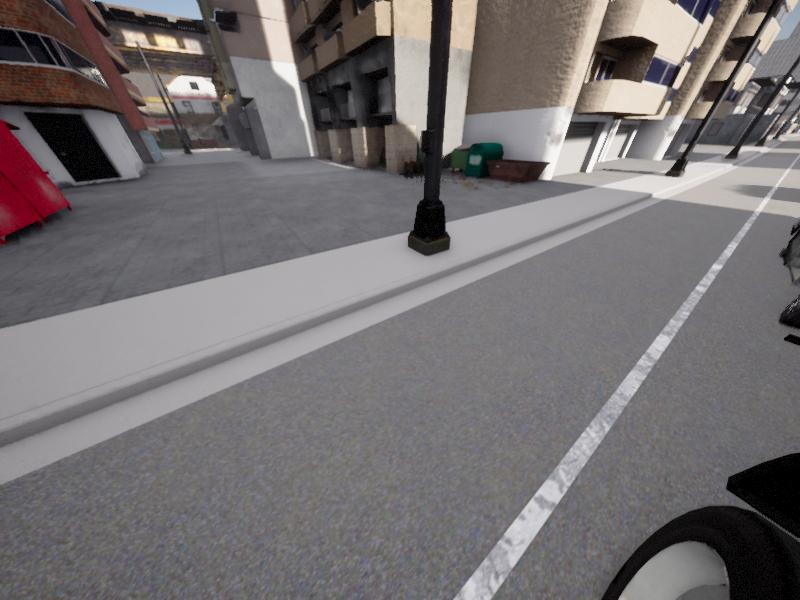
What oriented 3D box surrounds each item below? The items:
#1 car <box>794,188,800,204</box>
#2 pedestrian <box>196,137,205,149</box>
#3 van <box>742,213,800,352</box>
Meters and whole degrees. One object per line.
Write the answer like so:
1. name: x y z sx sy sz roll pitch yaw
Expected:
1. car: 18.525 -4.820 9.296 4.902 1.511 2.128 -22 40 -27
2. pedestrian: -39.730 -31.288 46.069 0.751 1.860 0.751 -23 41 -27
3. van: 8.094 -1.043 3.222 6.366 2.431 2.351 -22 40 -27
